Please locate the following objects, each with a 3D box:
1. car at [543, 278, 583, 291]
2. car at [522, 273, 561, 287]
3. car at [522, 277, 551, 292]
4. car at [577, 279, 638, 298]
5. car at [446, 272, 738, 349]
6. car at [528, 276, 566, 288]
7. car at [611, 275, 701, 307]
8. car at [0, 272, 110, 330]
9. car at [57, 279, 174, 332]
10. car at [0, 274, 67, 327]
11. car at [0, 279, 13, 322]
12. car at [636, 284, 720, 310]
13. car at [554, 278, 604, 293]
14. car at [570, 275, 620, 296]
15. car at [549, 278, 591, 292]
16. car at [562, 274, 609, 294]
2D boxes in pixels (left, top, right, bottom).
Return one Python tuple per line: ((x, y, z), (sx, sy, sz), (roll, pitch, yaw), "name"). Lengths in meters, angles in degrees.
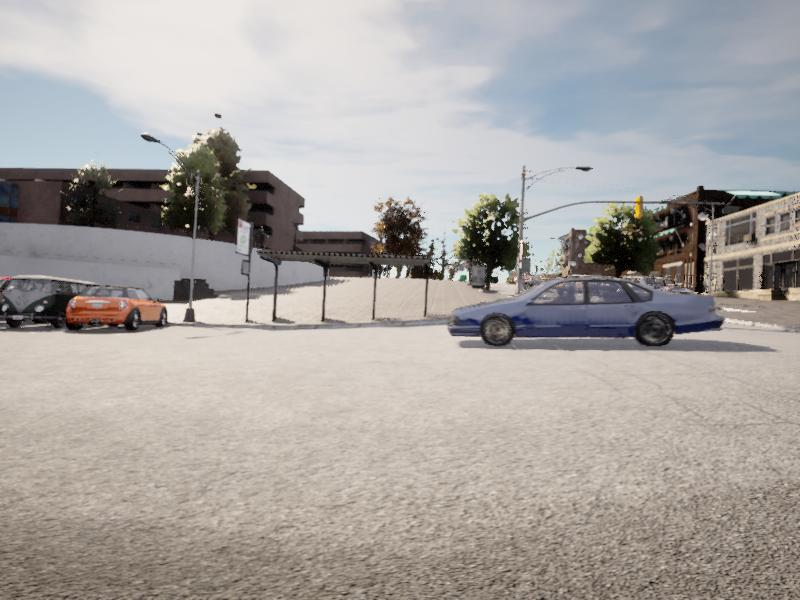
((22.148, -2.164, 54.441), (4.674, 1.452, 2.002), (2, 4, -14), "car")
((23.433, -3.321, 66.389), (5.566, 2.045, 2.435), (2, 5, -14), "car")
((16.017, -1.900, 47.346), (2.128, 1.511, 4.902), (3, 5, 6), "car")
((20.417, -1.123, 39.450), (4.892, 1.521, 2.231), (2, 4, -13), "car")
((3.761, 0.241, 8.823), (5.357, 1.411, 2.033), (-1, 0, 9), "car")
((23.313, -2.849, 63.462), (5.366, 1.575, 1.946), (2, 4, -14), "car")
((19.418, -0.726, 30.457), (5.566, 2.045, 2.435), (2, 4, -13), "car")
((-13.970, 0.094, 16.265), (1.878, 1.987, 4.442), (2, -2, -13), "car")
((-11.009, 0.255, 15.978), (2.185, 1.767, 4.553), (1, -2, -13), "car")
((-16.977, 0.011, 16.696), (2.435, 2.045, 5.566), (2, -2, -14), "car")
((-19.989, -0.047, 17.084), (2.435, 2.045, 5.566), (1, -2, -14), "car")
((19.037, -0.221, 27.476), (4.674, 1.452, 2.002), (2, 4, -14), "car")
((21.649, -1.768, 48.483), (5.366, 1.575, 1.946), (2, 4, -14), "car")
((20.672, -1.568, 42.393), (4.442, 1.987, 1.878), (2, 5, -13), "car")
((21.818, -1.947, 51.438), (4.674, 1.452, 2.002), (2, 5, -14), "car")
((21.019, -1.784, 45.394), (4.442, 1.987, 1.878), (2, 5, -13), "car")
